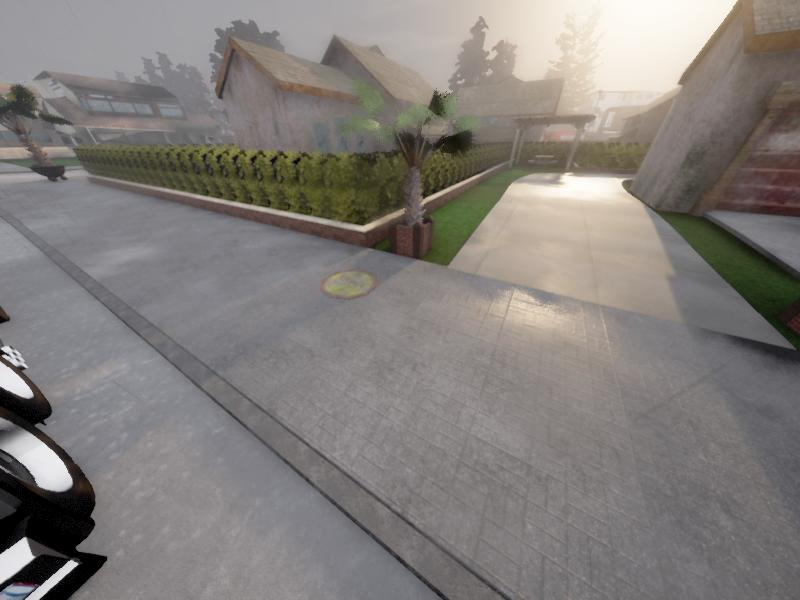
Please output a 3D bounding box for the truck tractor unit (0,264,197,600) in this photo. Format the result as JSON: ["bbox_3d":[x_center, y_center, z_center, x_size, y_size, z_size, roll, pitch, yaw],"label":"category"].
[{"bbox_3d":[-5.115,-0.295,0.787,6.516,4.208,3.053,18,39,24],"label":"truck tractor unit"}]
